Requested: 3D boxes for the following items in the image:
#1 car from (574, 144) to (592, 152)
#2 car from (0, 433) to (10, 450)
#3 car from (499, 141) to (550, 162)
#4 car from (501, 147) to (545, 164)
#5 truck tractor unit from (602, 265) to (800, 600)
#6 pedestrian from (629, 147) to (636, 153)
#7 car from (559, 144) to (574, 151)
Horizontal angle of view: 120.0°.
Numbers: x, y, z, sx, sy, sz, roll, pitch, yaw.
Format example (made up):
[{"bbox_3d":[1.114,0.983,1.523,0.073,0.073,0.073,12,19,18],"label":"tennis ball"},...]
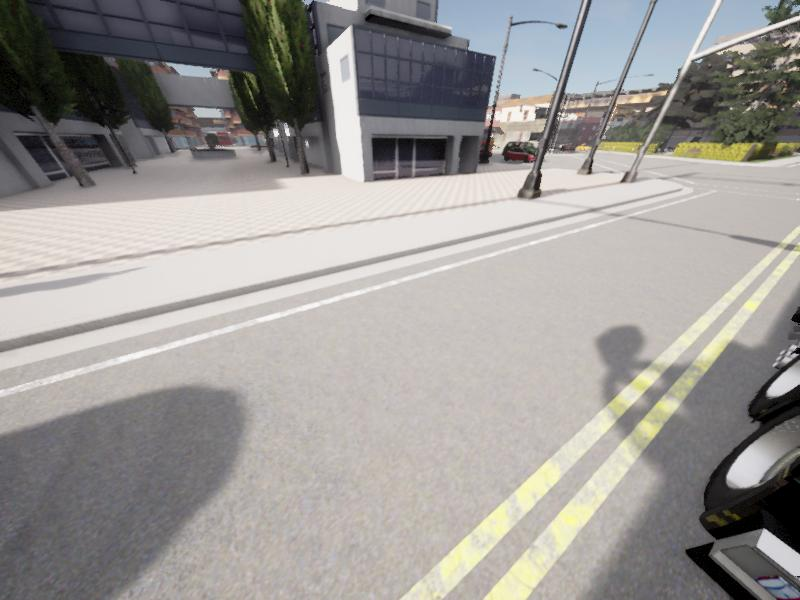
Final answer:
[{"bbox_3d":[46.576,-38.908,58.920,1.801,1.575,5.366,9,36,12],"label":"car"},{"bbox_3d":[-5.360,1.743,0.139,4.892,1.490,1.837,-16,38,-20],"label":"car"},{"bbox_3d":[16.557,-20.141,31.189,2.150,2.045,5.566,-18,39,-25],"label":"car"},{"bbox_3d":[14.828,-17.583,28.023,1.816,1.474,4.193,-18,39,-24],"label":"car"},{"bbox_3d":[5.112,-0.300,0.778,6.516,4.208,3.053,-18,39,-24],"label":"truck tractor unit"},{"bbox_3d":[47.326,-30.496,46.960,0.500,1.100,0.500,11,36,15],"label":"pedestrian"},{"bbox_3d":[43.351,-39.759,60.207,1.970,1.475,3.806,9,36,12],"label":"car"}]
